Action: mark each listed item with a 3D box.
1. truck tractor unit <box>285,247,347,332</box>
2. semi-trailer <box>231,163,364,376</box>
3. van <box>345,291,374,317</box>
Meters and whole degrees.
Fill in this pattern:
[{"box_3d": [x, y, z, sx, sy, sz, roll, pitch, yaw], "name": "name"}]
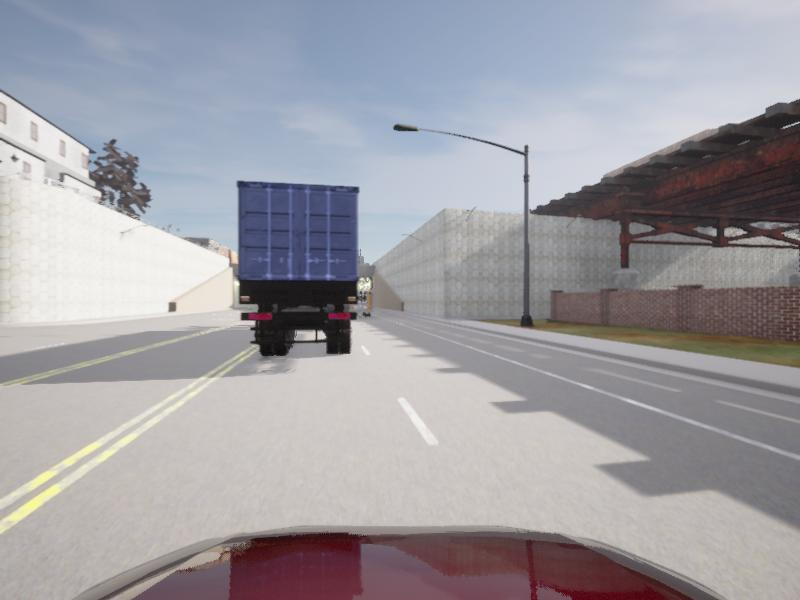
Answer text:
[{"box_3d": [-4.775, -0.530, 23.280, 3.053, 4.208, 6.516, 0, 0, -10], "name": "truck tractor unit"}, {"box_3d": [-3.382, -0.625, 15.487, 2.717, 4.402, 14.254, 0, 0, -10], "name": "semi-trailer"}, {"box_3d": [-4.107, 0.364, 39.451, 2.351, 2.431, 6.366, 0, 0, -10], "name": "van"}]
